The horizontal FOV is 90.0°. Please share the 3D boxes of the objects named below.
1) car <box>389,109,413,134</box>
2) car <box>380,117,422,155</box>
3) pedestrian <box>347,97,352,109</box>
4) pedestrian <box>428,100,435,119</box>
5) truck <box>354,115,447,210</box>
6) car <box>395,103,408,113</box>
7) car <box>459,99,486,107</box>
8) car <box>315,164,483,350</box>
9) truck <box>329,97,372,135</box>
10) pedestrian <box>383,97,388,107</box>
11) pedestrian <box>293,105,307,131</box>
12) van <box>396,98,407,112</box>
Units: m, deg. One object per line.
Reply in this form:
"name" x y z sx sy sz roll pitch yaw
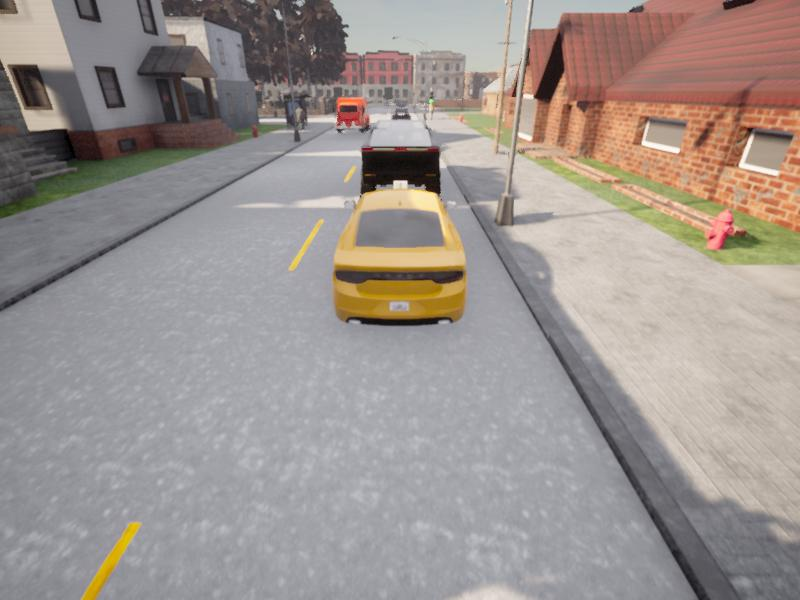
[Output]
"car" 0.101 -14.516 32.399 1.851 1.617 3.988 0 28 0
"car" 0.068 -9.387 22.714 2.128 1.511 4.902 0 28 0
"pedestrian" -8.854 -34.696 70.374 0.751 1.860 0.751 2 28 4
"pedestrian" 3.513 -21.328 44.856 0.751 1.860 0.751 0 28 0
"truck" 0.031 -4.941 13.593 2.390 2.098 6.274 0 28 0
"car" 0.238 -28.941 60.276 1.895 1.301 4.718 0 28 0
"car" 15.734 -42.828 86.993 5.366 1.575 1.801 0 28 0
"car" 0.004 -1.199 7.053 1.882 1.535 5.008 0 28 0
"truck" -3.823 -14.866 32.146 2.627 2.467 5.204 0 27 1
"pedestrian" -2.928 -39.619 79.995 0.751 1.860 0.751 -7 29 -14
"pedestrian" -7.824 -14.297 31.413 0.751 1.860 0.751 1 28 1
"van" 0.289 -33.725 69.133 1.775 1.987 4.442 0 28 0
